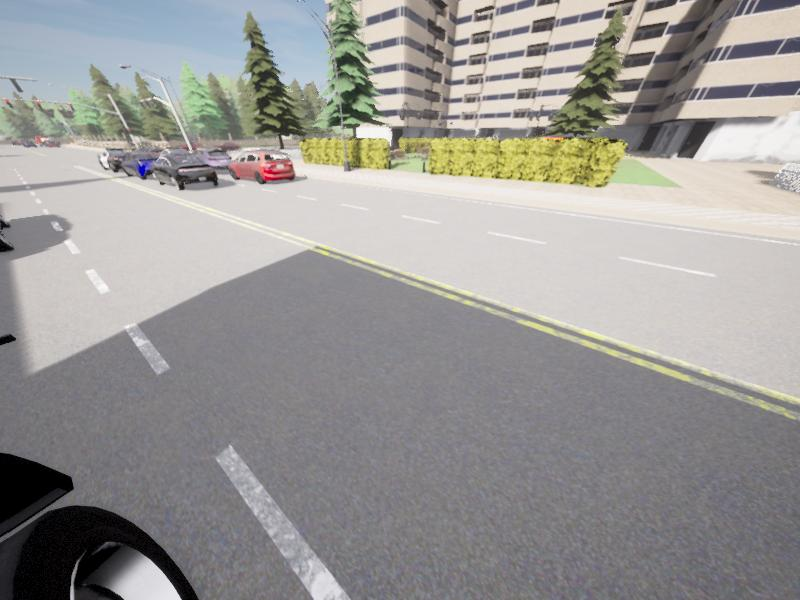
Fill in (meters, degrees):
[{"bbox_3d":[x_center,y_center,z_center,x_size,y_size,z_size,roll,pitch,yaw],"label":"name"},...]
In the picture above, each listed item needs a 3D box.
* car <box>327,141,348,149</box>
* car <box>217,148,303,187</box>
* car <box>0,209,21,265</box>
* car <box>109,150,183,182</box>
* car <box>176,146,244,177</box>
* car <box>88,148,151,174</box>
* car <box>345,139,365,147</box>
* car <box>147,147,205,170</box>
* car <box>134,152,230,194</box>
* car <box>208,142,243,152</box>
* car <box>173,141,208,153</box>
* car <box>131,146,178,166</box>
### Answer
[{"bbox_3d":[-14.679,-36.610,54.455,1.994,1.385,4.181,25,42,31],"label":"car"},{"bbox_3d":[-8.607,-8.287,14.218,4.611,1.667,2.242,21,41,28],"label":"car"},{"bbox_3d":[-11.306,-1.964,5.339,5.238,1.638,1.930,22,41,28],"label":"car"},{"bbox_3d":[-17.239,-9.195,15.666,4.514,1.525,2.007,22,41,28],"label":"car"},{"bbox_3d":[-14.396,-10.567,17.500,4.856,1.649,2.033,22,41,28],"label":"car"},{"bbox_3d":[-22.984,-11.479,18.913,4.974,1.542,2.038,22,41,28],"label":"car"},{"bbox_3d":[-12.025,-42.149,62.032,2.152,1.651,5.027,22,41,28],"label":"car"},{"bbox_3d":[-20.119,-12.801,20.763,4.974,1.542,2.038,22,41,28],"label":"car"},{"bbox_3d":[-11.997,-7.107,12.708,4.902,1.511,2.128,22,41,28],"label":"car"},{"bbox_3d":[-32.408,-28.543,43.100,1.812,1.442,4.674,22,41,28],"label":"car"},{"bbox_3d":[-37.799,-27.710,41.812,1.851,1.617,3.988,23,42,29],"label":"car"},{"bbox_3d":[-25.214,-14.868,23.707,4.514,1.525,2.007,23,41,29],"label":"car"}]
